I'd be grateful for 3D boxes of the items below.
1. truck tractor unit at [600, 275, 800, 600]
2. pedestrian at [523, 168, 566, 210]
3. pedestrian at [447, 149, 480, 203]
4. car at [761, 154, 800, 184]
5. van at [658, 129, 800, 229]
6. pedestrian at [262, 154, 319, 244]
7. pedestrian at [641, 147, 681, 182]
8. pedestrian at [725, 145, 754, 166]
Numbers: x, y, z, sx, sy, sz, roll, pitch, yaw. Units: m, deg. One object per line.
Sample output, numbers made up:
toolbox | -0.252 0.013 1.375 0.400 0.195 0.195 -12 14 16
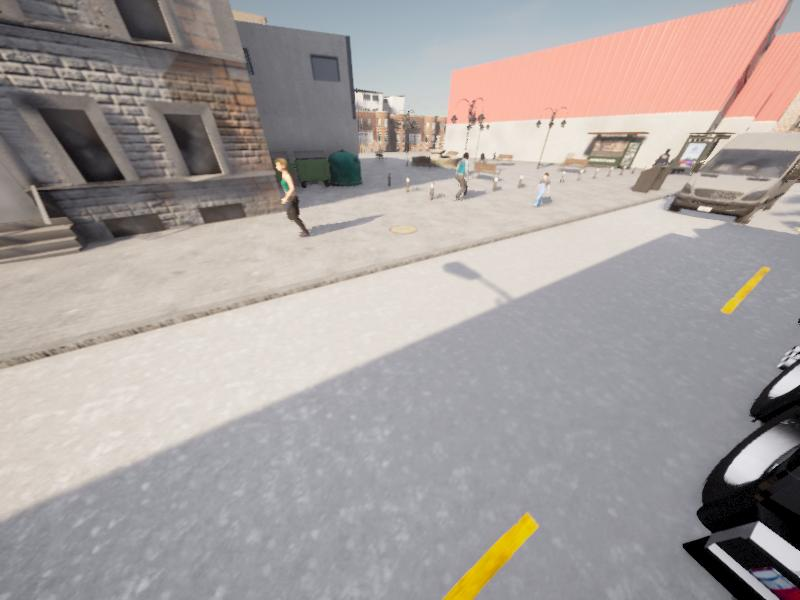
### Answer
truck tractor unit | 5.128 -0.284 0.752 6.516 4.208 3.053 -18 39 -23
pedestrian | 5.423 -4.213 8.740 0.751 1.300 0.751 -14 37 -19
pedestrian | 2.586 -5.124 9.566 0.751 1.860 0.751 -17 38 -23
car | 28.175 -9.200 16.164 4.792 1.488 2.163 -18 39 -25
van | 12.840 -4.623 8.535 5.915 2.561 1.988 -18 39 -25
pedestrian | -2.630 -2.464 5.670 0.751 1.860 0.751 -17 38 -23
pedestrian | 16.454 -8.566 14.599 0.751 1.860 0.751 -17 38 -23
pedestrian | 35.549 -15.166 24.244 0.751 1.860 0.751 -12 37 -17
